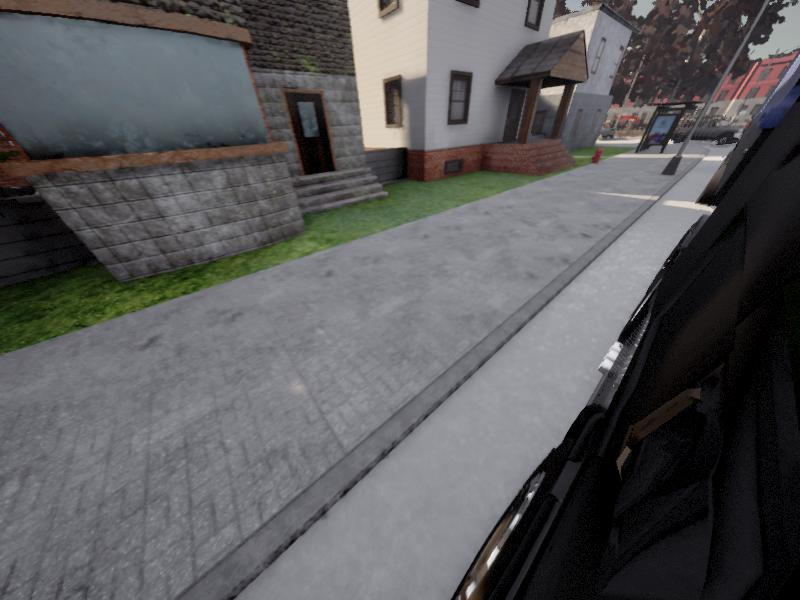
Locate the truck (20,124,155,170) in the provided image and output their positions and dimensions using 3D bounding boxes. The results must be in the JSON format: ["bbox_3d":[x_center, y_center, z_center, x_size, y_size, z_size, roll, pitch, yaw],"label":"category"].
[{"bbox_3d":[-35.612,-18.173,27.223,8.468,3.827,2.891,-28,44,-30],"label":"truck"}]

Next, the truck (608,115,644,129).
[{"bbox_3d":[53.873,-42.469,55.109,2.627,2.467,5.204,-29,44,-30],"label":"truck"}]

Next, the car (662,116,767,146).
[{"bbox_3d":[26.353,-14.370,19.666,1.932,1.855,4.605,-15,39,-17],"label":"car"}]

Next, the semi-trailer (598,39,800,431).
[{"bbox_3d":[8.690,-3.606,4.243,14.254,4.402,2.717,-28,44,-30],"label":"semi-trailer"}]

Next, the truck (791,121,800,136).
[{"bbox_3d":[44.002,-19.105,23.241,8.468,3.827,2.891,-28,44,-30],"label":"truck"}]

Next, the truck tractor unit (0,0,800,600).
[{"bbox_3d":[2.645,-0.295,0.351,6.516,4.208,3.053,-28,44,-30],"label":"truck tractor unit"}]

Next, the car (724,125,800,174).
[{"bbox_3d":[17.922,-7.337,11.084,4.902,1.511,2.128,-28,44,-30],"label":"car"}]

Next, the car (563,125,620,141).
[{"bbox_3d":[23.524,-20.662,28.615,2.128,1.511,4.902,-28,43,-30],"label":"car"}]
